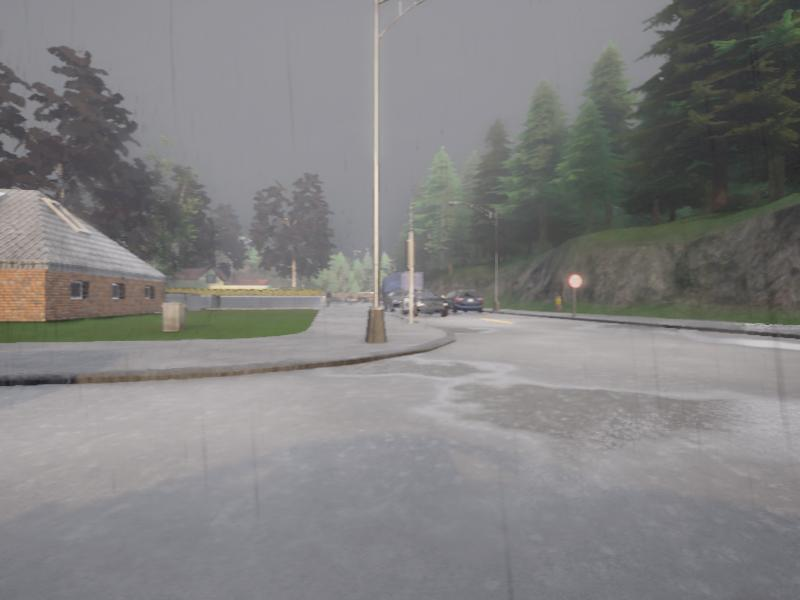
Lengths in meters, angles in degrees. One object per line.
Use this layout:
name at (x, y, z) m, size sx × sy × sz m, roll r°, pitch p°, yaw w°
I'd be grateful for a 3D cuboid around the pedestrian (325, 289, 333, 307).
pedestrian at (-7.291, -0.176, 40.960) m, size 0.751 × 1.860 × 0.751 m, roll 0°, pitch 0°, yaw -10°

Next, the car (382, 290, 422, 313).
car at (0.061, 0.103, 30.709) m, size 2.152 × 1.651 × 5.027 m, roll 0°, pitch 0°, yaw -10°

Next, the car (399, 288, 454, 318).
car at (1.394, 0.168, 23.337) m, size 2.038 × 1.542 × 4.974 m, roll 0°, pitch 0°, yaw -10°

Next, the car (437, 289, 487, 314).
car at (4.392, 0.087, 29.233) m, size 2.242 × 1.667 × 4.611 m, roll 0°, pitch 0°, yaw -10°

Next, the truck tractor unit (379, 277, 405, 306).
truck tractor unit at (-1.294, -1.268, 60.682) m, size 3.053 × 4.208 × 6.516 m, roll 0°, pitch 0°, yaw -10°

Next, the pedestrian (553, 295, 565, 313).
pedestrian at (10.235, 0.258, 25.753) m, size 0.500 × 1.100 × 0.500 m, roll 0°, pitch 0°, yaw -20°

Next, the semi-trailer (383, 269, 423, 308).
semi-trailer at (0.109, -1.349, 52.891) m, size 2.717 × 4.402 × 14.254 m, roll 0°, pitch 0°, yaw -10°
